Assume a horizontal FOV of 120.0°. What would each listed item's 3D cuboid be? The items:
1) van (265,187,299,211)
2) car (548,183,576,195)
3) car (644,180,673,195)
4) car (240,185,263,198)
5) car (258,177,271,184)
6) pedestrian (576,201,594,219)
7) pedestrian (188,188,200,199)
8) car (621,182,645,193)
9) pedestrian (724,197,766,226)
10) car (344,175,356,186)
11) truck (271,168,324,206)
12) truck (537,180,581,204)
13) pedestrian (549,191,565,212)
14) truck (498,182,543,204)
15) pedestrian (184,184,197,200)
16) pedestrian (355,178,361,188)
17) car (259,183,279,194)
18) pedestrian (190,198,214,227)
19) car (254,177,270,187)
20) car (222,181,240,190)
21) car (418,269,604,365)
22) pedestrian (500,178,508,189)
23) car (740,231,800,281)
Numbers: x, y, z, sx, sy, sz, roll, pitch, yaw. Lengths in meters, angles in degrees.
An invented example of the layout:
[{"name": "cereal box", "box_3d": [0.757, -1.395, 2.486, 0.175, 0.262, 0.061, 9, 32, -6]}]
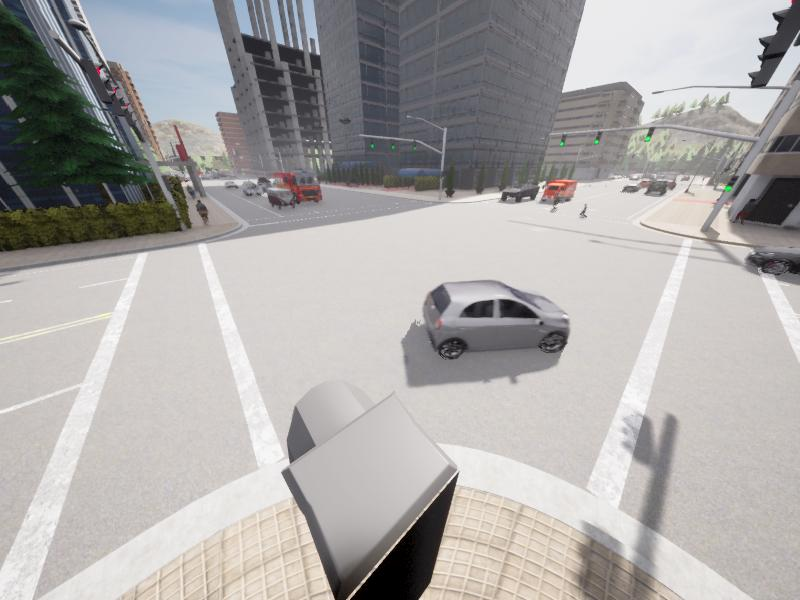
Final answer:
[{"name": "van", "box_3d": [-13.002, -11.136, 25.307, 1.775, 1.987, 4.442, -23, 37, -34]}, {"name": "car", "box_3d": [27.305, -18.765, 38.927, 5.366, 1.575, 1.801, -22, 36, -33]}, {"name": "car", "box_3d": [43.289, -18.892, 38.675, 5.566, 2.045, 2.150, -23, 37, -34]}, {"name": "car", "box_3d": [-22.696, -16.588, 35.259, 1.970, 1.475, 3.806, -23, 37, -34]}, {"name": "car", "box_3d": [-38.033, -33.671, 64.788, 1.882, 1.535, 5.008, -23, 37, -34]}, {"name": "pedestrian", "box_3d": [16.443, -8.031, 20.566, 0.751, 1.300, 0.751, -24, 38, -35]}, {"name": "pedestrian", "box_3d": [-28.372, -14.669, 31.759, 0.751, 1.300, 0.751, -26, 39, -37]}, {"name": "car", "box_3d": [42.763, -20.733, 42.384, 4.974, 1.542, 2.038, -23, 37, -34]}, {"name": "pedestrian", "box_3d": [25.595, -6.567, 17.163, 0.751, 1.860, 0.751, 7, 31, 12]}, {"name": "car", "box_3d": [-11.925, -28.857, 55.608, 2.390, 2.098, 6.274, -5, 30, -9]}, {"name": "truck", "box_3d": [-13.322, -14.808, 29.830, 2.891, 3.827, 8.468, -23, 37, -34]}, {"name": "truck", "box_3d": [20.640, -14.160, 30.062, 5.204, 2.467, 2.627, -23, 37, -34]}, {"name": "pedestrian", "box_3d": [15.965, -10.064, 23.529, 0.751, 1.860, 0.751, 19, 35, 30]}, {"name": "truck", "box_3d": [16.129, -14.403, 30.853, 6.274, 2.098, 2.390, -22, 37, -33]}, {"name": "pedestrian", "box_3d": [-28.124, -14.564, 31.018, 0.751, 1.860, 0.751, -23, 37, -34]}, {"name": "pedestrian", "box_3d": [-8.738, -24.339, 47.948, 0.751, 1.860, 0.751, 13, 32, 21]}, {"name": "car", "box_3d": [-22.475, -19.174, 39.688, 1.845, 1.501, 3.633, -23, 37, -34]}, {"name": "pedestrian", "box_3d": [-14.393, -6.374, 16.833, 0.751, 1.860, 0.751, -21, 36, -32]}, {"name": "car", "box_3d": [-32.507, -27.888, 54.439, 1.905, 1.878, 3.866, -23, 37, -34]}, {"name": "car", "box_3d": [-34.932, -23.717, 47.677, 2.033, 1.411, 5.357, -23, 37, -34]}, {"name": "car", "box_3d": [2.440, 0.312, 5.934, 3.633, 1.501, 1.845, -3, 29, -5]}, {"name": "pedestrian", "box_3d": [20.148, -22.568, 44.837, 0.751, 1.860, 0.751, -25, 38, -36]}, {"name": "car", "box_3d": [17.333, -1.314, 8.836, 1.812, 1.442, 4.674, -21, 36, -31]}]
